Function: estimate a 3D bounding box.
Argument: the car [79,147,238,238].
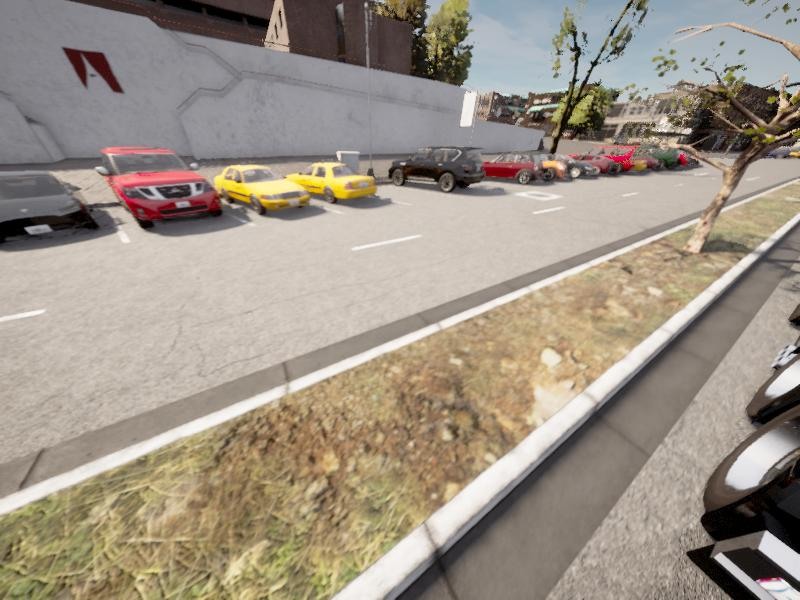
[{"bbox_3d":[-8.449,-4.078,8.029,5.566,2.045,2.435,25,41,32],"label":"car"}]

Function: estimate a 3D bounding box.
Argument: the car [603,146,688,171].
[{"bbox_3d":[25.322,-14.926,24.228,5.566,2.045,2.435,25,42,32],"label":"car"}]

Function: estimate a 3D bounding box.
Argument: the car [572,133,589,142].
[{"bbox_3d":[44.902,-40.395,57.423,2.231,1.521,4.892,31,44,28],"label":"car"}]

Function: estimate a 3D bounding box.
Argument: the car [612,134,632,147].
[{"bbox_3d":[49.373,-35.427,51.311,2.435,2.045,5.566,31,44,28],"label":"car"}]

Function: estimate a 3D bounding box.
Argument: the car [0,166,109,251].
[{"bbox_3d":[-11.050,-2.999,6.947,4.792,1.488,2.163,25,41,32],"label":"car"}]

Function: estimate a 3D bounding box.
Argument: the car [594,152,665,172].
[{"bbox_3d":[22.734,-13.849,23.130,4.674,1.452,2.002,25,42,32],"label":"car"}]

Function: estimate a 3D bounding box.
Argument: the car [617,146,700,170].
[{"bbox_3d":[27.987,-15.729,25.442,5.566,2.045,2.435,25,41,32],"label":"car"}]

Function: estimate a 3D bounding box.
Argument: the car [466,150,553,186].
[{"bbox_3d":[7.146,-9.006,15.538,4.553,1.767,2.185,25,42,32],"label":"car"}]

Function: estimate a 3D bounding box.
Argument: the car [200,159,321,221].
[{"bbox_3d":[-5.729,-4.659,9.319,5.366,1.575,1.946,25,41,32],"label":"car"}]

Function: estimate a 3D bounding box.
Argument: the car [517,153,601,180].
[{"bbox_3d":[12.321,-10.580,18.128,4.892,1.521,2.231,25,41,32],"label":"car"}]

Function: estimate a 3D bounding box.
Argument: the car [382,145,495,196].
[{"bbox_3d":[1.898,-7.459,13.008,5.566,2.045,2.435,25,42,32],"label":"car"}]

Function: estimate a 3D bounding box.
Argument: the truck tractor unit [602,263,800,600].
[{"bbox_3d":[5.110,-0.300,0.790,6.516,4.208,3.053,-18,39,-24],"label":"truck tractor unit"}]

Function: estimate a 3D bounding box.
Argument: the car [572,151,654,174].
[{"bbox_3d":[19.984,-13.130,21.962,5.366,1.575,1.946,25,42,32],"label":"car"}]

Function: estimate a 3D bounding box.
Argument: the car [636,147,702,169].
[{"bbox_3d":[30.674,-16.490,26.640,4.442,1.987,1.878,26,41,33],"label":"car"}]

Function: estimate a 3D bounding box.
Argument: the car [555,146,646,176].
[{"bbox_3d":[17.502,-12.451,20.491,5.566,2.045,2.435,25,42,32],"label":"car"}]

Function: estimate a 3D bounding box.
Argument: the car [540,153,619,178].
[{"bbox_3d":[14.898,-11.391,19.398,4.792,1.488,2.163,25,42,32],"label":"car"}]

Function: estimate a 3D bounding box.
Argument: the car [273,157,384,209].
[{"bbox_3d":[-3.420,-5.632,10.752,5.366,1.575,1.946,25,42,32],"label":"car"}]

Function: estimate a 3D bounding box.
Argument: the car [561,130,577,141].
[{"bbox_3d":[43.383,-42.251,59.204,1.878,1.987,4.442,31,44,28],"label":"car"}]

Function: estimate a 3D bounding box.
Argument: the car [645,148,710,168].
[{"bbox_3d":[33.239,-17.241,27.957,4.553,1.767,2.185,26,42,33],"label":"car"}]

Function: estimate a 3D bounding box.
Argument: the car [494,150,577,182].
[{"bbox_3d":[9.702,-9.864,16.823,4.553,1.767,2.185,25,41,32],"label":"car"}]
